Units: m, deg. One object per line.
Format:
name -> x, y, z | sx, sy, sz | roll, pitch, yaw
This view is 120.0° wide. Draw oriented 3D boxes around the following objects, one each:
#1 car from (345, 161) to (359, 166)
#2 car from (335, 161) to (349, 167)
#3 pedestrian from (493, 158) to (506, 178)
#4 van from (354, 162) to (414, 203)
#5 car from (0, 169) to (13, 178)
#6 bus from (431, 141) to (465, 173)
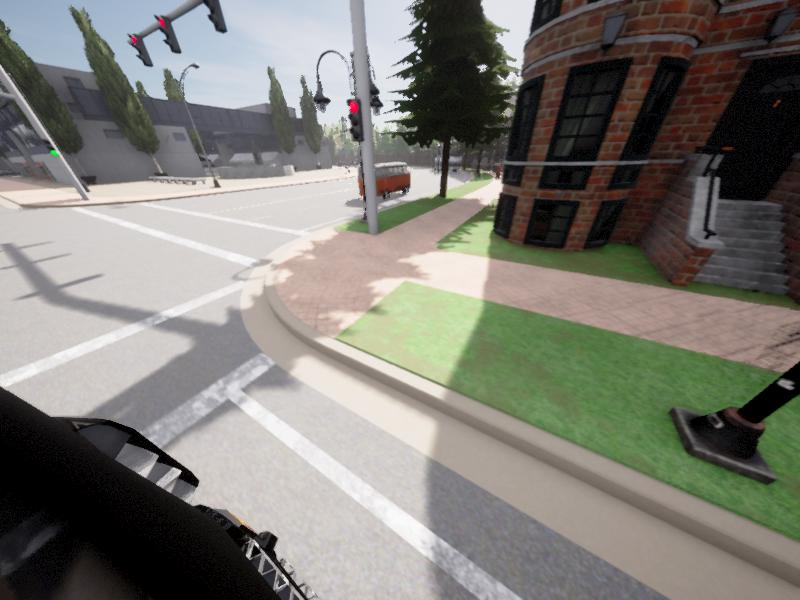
car -> -16.162, -45.816, 77.691 | 4.181, 1.385, 1.994 | 17, 36, 26
car -> -19.143, -44.608, 75.734 | 4.193, 1.474, 1.816 | 17, 36, 26
pedestrian -> 10.761, -14.248, 24.967 | 0.751, 1.860, 0.751 | 18, 36, 28
van -> -0.835, -7.895, 15.230 | 1.775, 1.987, 4.442 | 15, 35, 25
car -> -83.801, -25.949, 47.404 | 1.851, 1.617, 3.988 | 16, 36, 26
bus -> 7.998, -24.988, 40.496 | 3.944, 4.253, 10.273 | 0, 32, 1
